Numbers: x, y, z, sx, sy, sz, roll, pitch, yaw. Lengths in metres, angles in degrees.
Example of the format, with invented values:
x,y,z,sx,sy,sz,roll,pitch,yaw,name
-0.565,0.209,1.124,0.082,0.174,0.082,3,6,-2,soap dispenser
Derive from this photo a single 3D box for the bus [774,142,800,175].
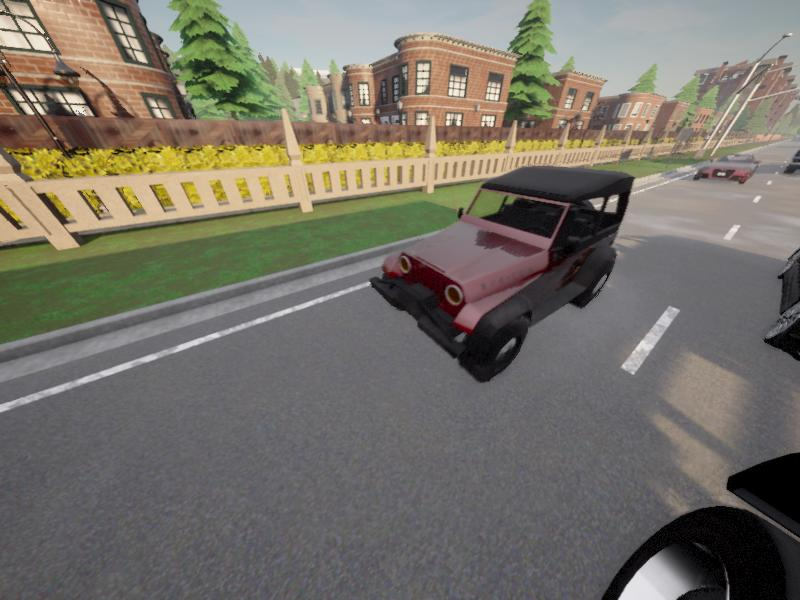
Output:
x,y,z,sx,sy,sz,roll,pitch,yaw,name
30.924,-11.074,15.722,10.273,4.253,3.944,-21,40,-29,bus

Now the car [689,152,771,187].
x,y,z,sx,sy,sz,roll,pitch,yaw,name
19.389,-7.761,13.587,4.181,1.385,1.994,-22,41,-28,car

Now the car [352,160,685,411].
x,y,z,sx,sy,sz,roll,pitch,yaw,name
1.617,-0.748,3.317,3.866,1.878,1.905,-22,41,-28,car

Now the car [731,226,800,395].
x,y,z,sx,sy,sz,roll,pitch,yaw,name
6.586,-0.134,2.777,4.902,1.511,2.128,-22,40,-28,car

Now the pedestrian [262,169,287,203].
x,y,z,sx,sy,sz,roll,pitch,yaw,name
-4.844,-4.395,8.918,0.500,1.100,0.500,-20,40,-26,pedestrian
